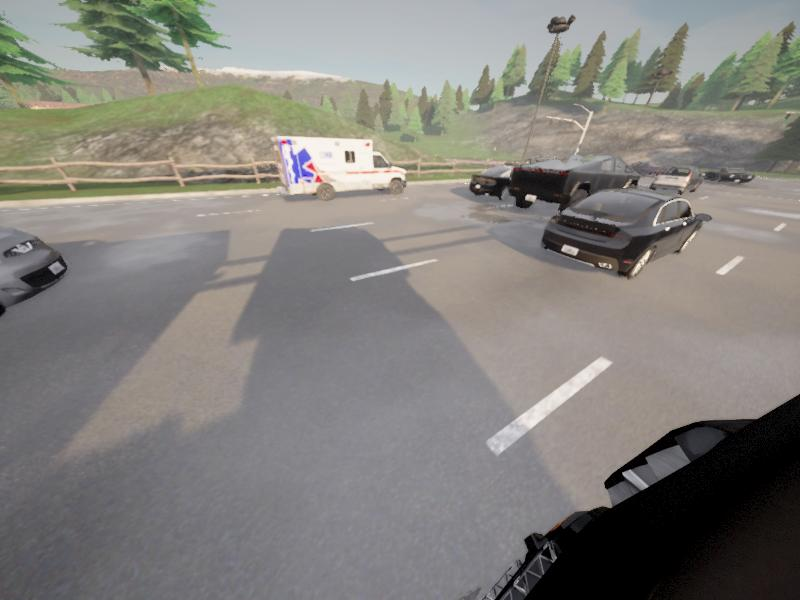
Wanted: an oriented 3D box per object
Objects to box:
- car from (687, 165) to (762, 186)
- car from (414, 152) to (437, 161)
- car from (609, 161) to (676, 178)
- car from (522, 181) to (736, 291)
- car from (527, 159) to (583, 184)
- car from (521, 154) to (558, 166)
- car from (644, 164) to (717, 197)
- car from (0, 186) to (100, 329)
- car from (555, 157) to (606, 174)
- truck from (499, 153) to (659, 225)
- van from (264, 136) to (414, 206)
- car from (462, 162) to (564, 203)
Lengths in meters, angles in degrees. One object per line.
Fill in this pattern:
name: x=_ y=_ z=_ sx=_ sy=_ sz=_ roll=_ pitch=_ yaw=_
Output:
car: x=30.973 y=-12.084 z=22.312 sx=1.895 sy=1.301 sz=4.718 roll=12 pitch=35 yaw=15
car: x=5.244 y=-29.624 z=47.738 sx=4.181 sy=1.385 sz=1.994 roll=17 pitch=36 yaw=23
car: x=28.176 y=-15.426 z=27.164 sx=2.033 sy=1.411 sz=5.357 roll=-3 pitch=34 yaw=-7
car: x=5.599 y=-1.867 z=5.656 sx=4.892 sy=1.490 sz=1.837 roll=-17 pitch=38 yaw=-25
car: x=12.974 y=-10.804 z=19.368 sx=3.988 sy=1.617 sz=1.851 roll=-17 pitch=38 yaw=-25
car: x=25.459 y=-25.691 z=42.356 sx=5.238 sy=1.638 sz=1.930 roll=28 pitch=41 yaw=34
car: x=18.935 y=-8.176 z=15.635 sx=3.988 sy=1.617 sz=1.851 roll=-18 pitch=38 yaw=-26
car: x=-7.084 y=-0.311 z=2.761 sx=3.633 sy=1.501 sz=1.845 roll=-17 pitch=38 yaw=-25
car: x=23.586 y=-17.823 z=30.476 sx=1.882 sy=1.535 sz=5.008 roll=-8 pitch=35 yaw=-17
truck: x=7.622 y=-4.951 z=9.855 sx=6.274 sy=2.098 sz=2.390 roll=-17 pitch=38 yaw=-25
van: x=-2.711 y=-6.449 z=11.405 sx=6.366 sy=2.431 sz=2.351 roll=-17 pitch=38 yaw=-25
car: x=6.167 y=-6.554 z=12.635 sx=5.238 sy=1.638 sz=1.930 roll=-17 pitch=38 yaw=-25
